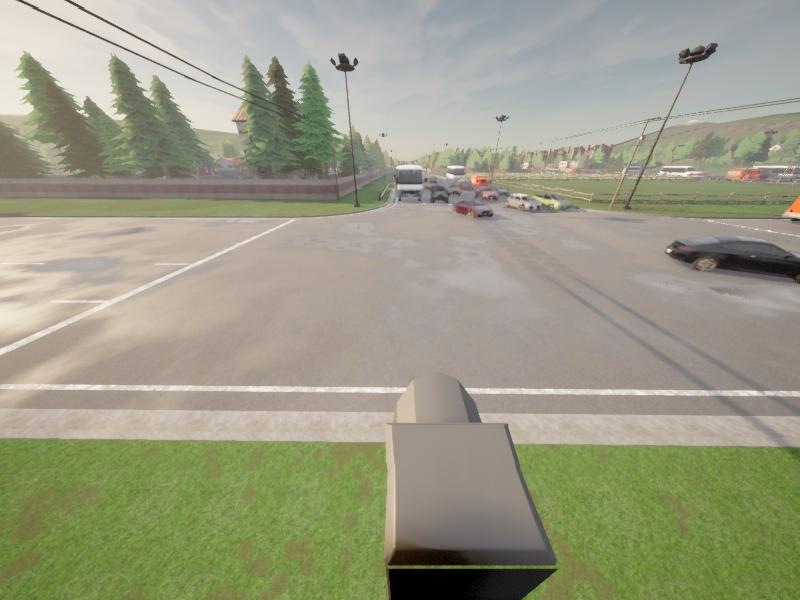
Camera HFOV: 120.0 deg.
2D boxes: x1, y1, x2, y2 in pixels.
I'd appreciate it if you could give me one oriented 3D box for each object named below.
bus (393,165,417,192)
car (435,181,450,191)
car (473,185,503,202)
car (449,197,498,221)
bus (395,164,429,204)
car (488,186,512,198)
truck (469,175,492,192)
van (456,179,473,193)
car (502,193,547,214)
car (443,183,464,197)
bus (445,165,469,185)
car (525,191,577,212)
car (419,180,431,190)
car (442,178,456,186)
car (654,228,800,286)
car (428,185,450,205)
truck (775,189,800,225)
[{"bbox_3d":[1.206,-24.429,46.065,3.944,4.253,10.273,2,30,4],"label":"bus"},{"bbox_3d":[8.356,-22.739,45.910,2.163,1.488,4.792,0,30,0],"label":"car"},{"bbox_3d":[11.811,-14.538,31.516,2.242,1.667,4.611,0,30,0],"label":"car"},{"bbox_3d":[6.600,-8.447,21.267,1.994,1.385,4.181,-11,32,-18],"label":"car"},{"bbox_3d":[1.438,-16.519,32.365,3.944,4.253,10.273,0,30,1],"label":"bus"},{"bbox_3d":[15.314,-16.762,35.670,1.994,1.385,4.181,0,30,1],"label":"car"},{"bbox_3d":[15.351,-22.494,44.486,2.627,2.467,5.204,0,30,0],"label":"truck"},{"bbox_3d":[11.841,-21.088,42.547,1.775,1.987,4.442,0,30,0],"label":"van"},{"bbox_3d":[12.787,-10.157,24.121,1.970,1.475,3.806,-7,31,-12],"label":"car"},{"bbox_3d":[8.316,-17.527,36.691,2.242,1.667,4.611,0,30,0],"label":"car"},{"bbox_3d":[15.568,-35.042,64.430,3.944,4.253,10.273,0,31,0],"label":"bus"},{"bbox_3d":[16.134,-10.723,25.052,2.007,1.525,4.514,-7,31,-11],"label":"car"},{"bbox_3d":[5.058,-23.243,46.596,2.242,1.667,4.611,3,30,5],"label":"car"},{"bbox_3d":[11.905,-28.817,56.409,2.128,1.511,4.902,0,30,0],"label":"car"},{"bbox_3d":[14.734,-1.926,9.897,4.674,1.442,1.812,16,34,25],"label":"car"},{"bbox_3d":[4.868,-13.354,29.243,1.905,1.878,3.866,-1,30,-1],"label":"car"},{"bbox_3d":[34.322,-7.039,17.727,5.204,2.467,2.627,1,30,2],"label":"truck"}]
